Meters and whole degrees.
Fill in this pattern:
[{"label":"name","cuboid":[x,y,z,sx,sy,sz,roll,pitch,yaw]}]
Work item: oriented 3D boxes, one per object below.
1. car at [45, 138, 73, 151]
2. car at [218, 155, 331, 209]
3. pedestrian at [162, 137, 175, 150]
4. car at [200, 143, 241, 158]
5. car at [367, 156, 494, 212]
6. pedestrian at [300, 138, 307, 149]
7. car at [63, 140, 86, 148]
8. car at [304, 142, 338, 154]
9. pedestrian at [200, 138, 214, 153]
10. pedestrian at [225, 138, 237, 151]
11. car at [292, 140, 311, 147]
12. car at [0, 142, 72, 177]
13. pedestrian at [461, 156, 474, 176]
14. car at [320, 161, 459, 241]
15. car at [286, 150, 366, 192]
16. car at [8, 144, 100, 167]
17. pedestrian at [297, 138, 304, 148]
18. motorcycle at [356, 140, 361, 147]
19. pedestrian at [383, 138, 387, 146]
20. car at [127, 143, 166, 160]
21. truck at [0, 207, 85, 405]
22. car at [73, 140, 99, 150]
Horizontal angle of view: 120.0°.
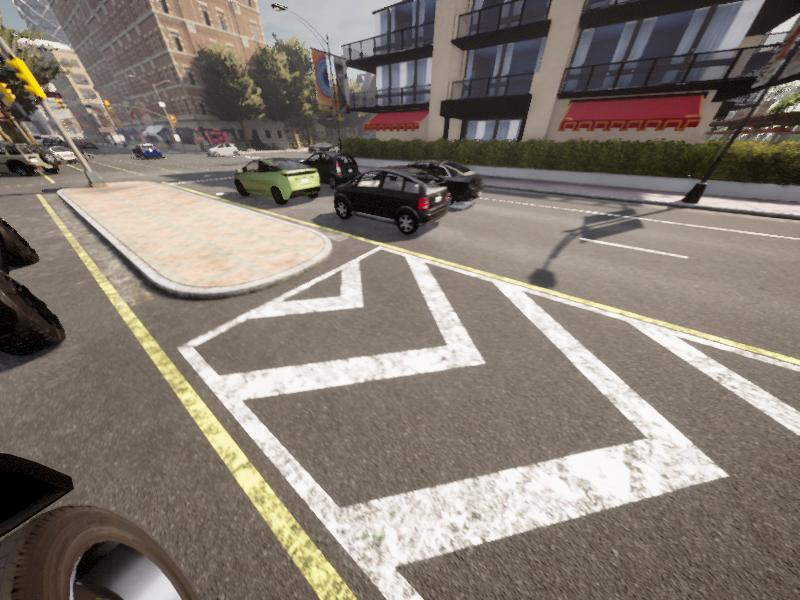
[{"label":"car","cuboid":[-63.605,-29.075,43.045,4.605,1.855,1.932,22,41,28]},{"label":"car","cuboid":[-5.455,-5.302,10.068,4.514,1.525,2.007,22,41,28]},{"label":"pedestrian","cuboid":[-41.901,-28.306,41.833,0.751,1.860,0.751,23,41,28]},{"label":"car","cuboid":[-23.653,-19.868,30.594,1.845,1.501,3.633,22,41,28]},{"label":"car","cuboid":[1.101,-5.084,9.840,4.892,1.490,1.837,22,41,28]},{"label":"pedestrian","cuboid":[-20.370,-33.159,48.892,0.751,1.860,0.751,6,36,7]},{"label":"car","cuboid":[-74.633,-35.838,52.933,4.902,1.511,2.128,22,41,28]},{"label":"car","cuboid":[-12.997,-25.145,38.211,2.163,1.488,4.792,22,41,28]},{"label":"pedestrian","cuboid":[-28.336,-22.677,33.951,0.751,1.860,0.751,18,39,23]},{"label":"pedestrian","cuboid":[-28.371,-26.076,38.775,0.751,1.860,0.751,23,41,28]},{"label":"car","cuboid":[-27.356,-43.431,64.004,4.611,1.667,2.242,22,41,28]},{"label":"car","cuboid":[-26.112,-9.286,15.258,4.605,1.855,1.932,-5,35,-9]},{"label":"pedestrian","cuboid":[4.423,-8.806,15.183,0.500,1.100,0.500,22,41,28]},{"label":"car","cuboid":[-0.387,-3.254,7.178,3.705,1.549,1.789,22,41,28]},{"label":"car","cuboid":[-4.085,-7.240,12.761,3.988,1.617,1.851,22,41,28]},{"label":"car","cuboid":[-32.474,-13.883,22.030,2.038,1.542,4.974,-7,36,-9]},{"label":"pedestrian","cuboid":[-22.742,-35.879,52.733,0.751,1.860,0.751,27,43,32]},{"label":"motorcycle","cuboid":[-11.671,-43.941,64.845,0.764,1.277,2.356,-5,34,9]},{"label":"pedestrian","cuboid":[-4.290,-45.762,66.907,0.751,1.860,0.751,-21,41,-28]},{"label":"car","cuboid":[-30.604,-17.960,27.878,3.806,1.475,1.970,22,41,28]},{"label":"truck","cuboid":[-7.002,-0.544,2.807,6.274,2.098,2.390,22,41,28]},{"label":"car","cuboid":[-62.526,-30.979,46.005,4.974,1.542,2.038,22,41,28]}]
